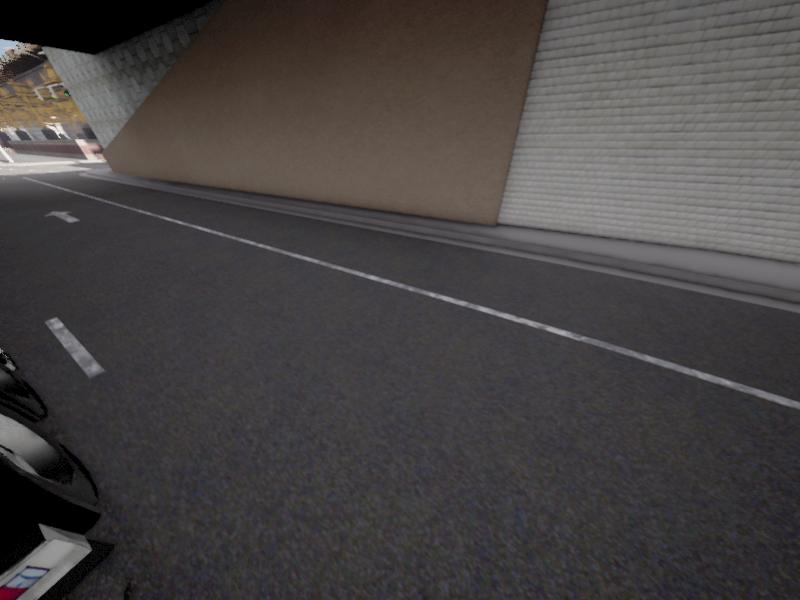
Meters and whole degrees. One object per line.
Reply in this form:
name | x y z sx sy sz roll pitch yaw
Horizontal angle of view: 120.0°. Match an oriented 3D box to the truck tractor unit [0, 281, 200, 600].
truck tractor unit | -5.142 -0.269 0.734 6.516 4.208 3.053 17 39 23
